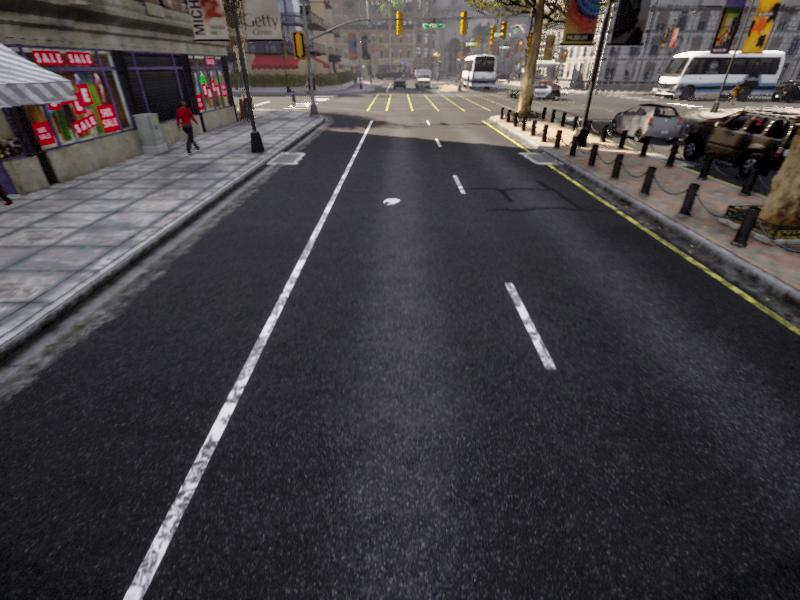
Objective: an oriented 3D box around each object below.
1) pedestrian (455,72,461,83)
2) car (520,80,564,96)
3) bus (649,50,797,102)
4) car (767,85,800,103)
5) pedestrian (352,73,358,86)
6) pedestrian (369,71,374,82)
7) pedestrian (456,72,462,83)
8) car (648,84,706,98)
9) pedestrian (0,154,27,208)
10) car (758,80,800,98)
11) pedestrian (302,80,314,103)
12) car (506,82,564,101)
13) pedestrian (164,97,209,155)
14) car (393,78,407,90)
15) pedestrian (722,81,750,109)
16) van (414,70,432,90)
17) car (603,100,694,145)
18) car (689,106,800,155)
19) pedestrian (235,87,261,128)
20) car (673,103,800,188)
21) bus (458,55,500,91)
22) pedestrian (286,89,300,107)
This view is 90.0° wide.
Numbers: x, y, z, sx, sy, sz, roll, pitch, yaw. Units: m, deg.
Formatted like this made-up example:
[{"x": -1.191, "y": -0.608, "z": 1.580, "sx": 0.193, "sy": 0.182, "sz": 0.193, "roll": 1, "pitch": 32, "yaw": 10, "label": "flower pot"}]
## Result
[{"x": 11.346, "y": -43.548, "z": 78.376, "sx": 0.751, "sy": 1.860, "sz": 0.751, "roll": -4, "pitch": 31, "yaw": -6, "label": "pedestrian"}, {"x": 17.020, "y": -25.560, "z": 48.155, "sx": 1.812, "sy": 1.442, "sz": 4.674, "roll": -23, "pitch": 37, "yaw": -33, "label": "car"}, {"x": 31.516, "y": -22.189, "z": 39.632, "sx": 10.273, "sy": 4.253, "sz": 3.944, "roll": -1, "pitch": 30, "yaw": -1, "label": "bus"}, {"x": 37.515, "y": -19.324, "z": 37.492, "sx": 4.193, "sy": 1.474, "sz": 1.816, "roll": 0, "pitch": 30, "yaw": 0, "label": "car"}, {"x": -7.294, "y": -35.981, "z": 65.164, "sx": 0.751, "sy": 1.860, "sz": 0.751, "roll": 0, "pitch": 30, "yaw": 0, "label": "pedestrian"}, {"x": -5.591, "y": -43.851, "z": 78.589, "sx": 0.751, "sy": 1.860, "sz": 0.751, "roll": 20, "pitch": 36, "yaw": 31, "label": "pedestrian"}, {"x": 11.407, "y": -43.071, "z": 77.563, "sx": 0.751, "sy": 1.860, "sz": 0.751, "roll": -3, "pitch": 30, "yaw": -4, "label": "pedestrian"}, {"x": 30.070, "y": -22.759, "z": 43.526, "sx": 4.718, "sy": 1.301, "sz": 1.895, "roll": 0, "pitch": 30, "yaw": 0, "label": "car"}, {"x": -9.305, "y": -2.747, "z": 9.225, "sx": 0.500, "sy": 1.100, "sz": 0.500, "roll": 1, "pitch": 30, "yaw": 2, "label": "pedestrian"}, {"x": 42.507, "y": -22.956, "z": 43.492, "sx": 4.611, "sy": 1.667, "sz": 2.242, "roll": 0, "pitch": 30, "yaw": 0, "label": "car"}, {"x": -8.592, "y": -19.497, "z": 37.347, "sx": 0.751, "sy": 1.860, "sz": 0.751, "roll": 2, "pitch": 30, "yaw": 3, "label": "pedestrian"}, {"x": 13.493, "y": -21.036, "z": 40.357, "sx": 4.974, "sy": 1.542, "sz": 2.038, "roll": 0, "pitch": 30, "yaw": 0, "label": "car"}, {"x": -7.742, "y": -6.339, "z": 14.602, "sx": 0.751, "sy": 1.860, "sz": 0.751, "roll": 3, "pitch": 30, "yaw": 5, "label": "pedestrian"}, {"x": -0.052, "y": -32.587, "z": 60.187, "sx": 2.033, "sy": 1.411, "sz": 5.357, "roll": 0, "pitch": 30, "yaw": 0, "label": "car"}, {"x": 25.453, "y": -15.544, "z": 30.319, "sx": 0.751, "sy": 1.860, "sz": 0.751, "roll": -2, "pitch": 30, "yaw": -3, "label": "pedestrian"}, {"x": 3.447, "y": -33.267, "z": 60.325, "sx": 2.351, "sy": 2.431, "sz": 6.366, "roll": 0, "pitch": 30, "yaw": 0, "label": "van"}, {"x": 11.491, "y": -8.415, "z": 18.823, "sx": 1.845, "sy": 1.501, "sz": 3.633, "roll": 0, "pitch": 30, "yaw": 0, "label": "car"}, {"x": 14.985, "y": -7.372, "z": 17.205, "sx": 1.994, "sy": 1.385, "sz": 4.181, "roll": 0, "pitch": 30, "yaw": 0, "label": "car"}, {"x": -7.935, "y": -10.064, "z": 20.956, "sx": 0.751, "sy": 1.860, "sz": 0.751, "roll": 0, "pitch": 30, "yaw": -1, "label": "pedestrian"}, {"x": 11.488, "y": -5.173, "z": 12.950, "sx": 1.932, "sy": 1.855, "sz": 4.605, "roll": 0, "pitch": 30, "yaw": 0, "label": "car"}, {"x": 11.328, "y": -33.450, "z": 58.834, "sx": 3.944, "sy": 4.253, "sz": 10.273, "roll": 0, "pitch": 30, "yaw": 0, "label": "bus"}, {"x": -8.988, "y": -16.985, "z": 33.616, "sx": 0.751, "sy": 1.300, "sz": 0.751, "roll": 3, "pitch": 30, "yaw": 5, "label": "pedestrian"}]
